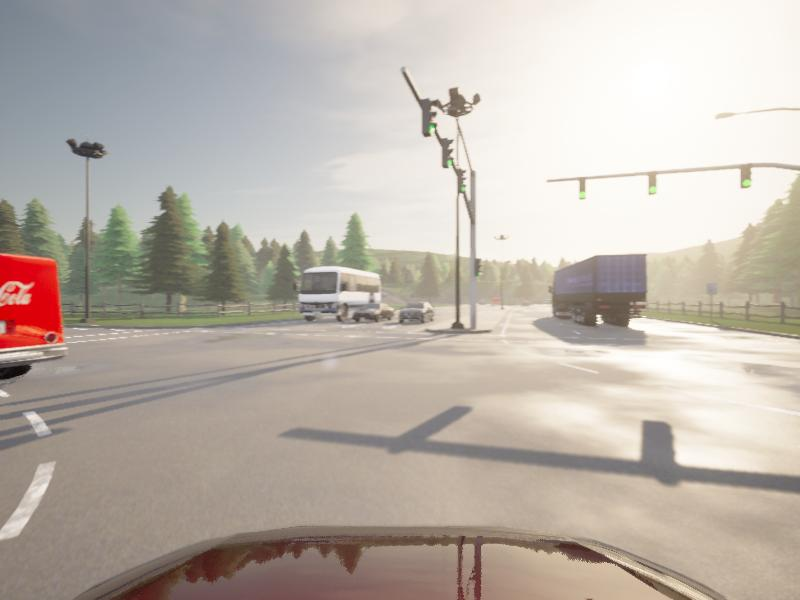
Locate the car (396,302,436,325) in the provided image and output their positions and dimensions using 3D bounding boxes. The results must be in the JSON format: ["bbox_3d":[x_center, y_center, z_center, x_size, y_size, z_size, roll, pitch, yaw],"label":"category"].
[{"bbox_3d":[1.265,0.881,29.066,1.837,1.490,4.892,0,0,16],"label":"car"}]

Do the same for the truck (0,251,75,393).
[{"bbox_3d":[-9.481,0.381,7.498,5.204,2.467,2.627,0,0,13],"label":"truck"}]

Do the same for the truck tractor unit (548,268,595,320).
[{"bbox_3d":[15.288,-0.504,36.126,3.053,4.208,6.516,0,0,16],"label":"truck tractor unit"}]

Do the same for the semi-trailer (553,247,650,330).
[{"bbox_3d":[13.459,-0.606,28.424,2.717,4.402,14.254,0,0,13],"label":"semi-trailer"}]

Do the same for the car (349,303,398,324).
[{"bbox_3d":[-1.907,0.938,30.698,2.033,1.411,5.357,0,0,16],"label":"car"}]

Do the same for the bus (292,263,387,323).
[{"bbox_3d":[-4.574,-0.482,33.636,3.944,4.253,10.273,0,0,16],"label":"bus"}]
